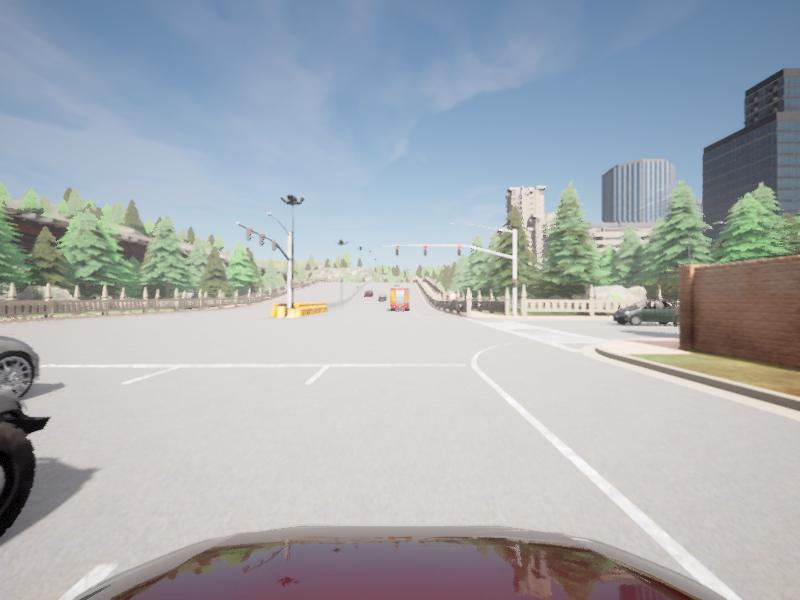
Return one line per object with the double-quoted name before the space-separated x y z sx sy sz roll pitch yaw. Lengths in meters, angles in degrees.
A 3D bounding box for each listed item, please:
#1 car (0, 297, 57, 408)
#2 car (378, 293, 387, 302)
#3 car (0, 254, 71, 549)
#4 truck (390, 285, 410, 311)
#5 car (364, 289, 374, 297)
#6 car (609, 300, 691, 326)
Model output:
"car" -7.000 0.780 4.389 2.152 1.651 5.027 0 0 0
"car" -3.661 -0.644 85.091 1.789 1.549 3.705 0 6 0
"car" -3.498 0.646 1.158 1.905 1.878 3.866 0 0 0
"truck" -0.034 -0.379 62.261 2.891 3.827 8.468 0 1 0
"car" -7.208 -1.649 93.806 1.882 1.535 5.008 0 7 0
"car" 15.532 0.784 25.016 3.988 1.617 1.851 0 0 0
